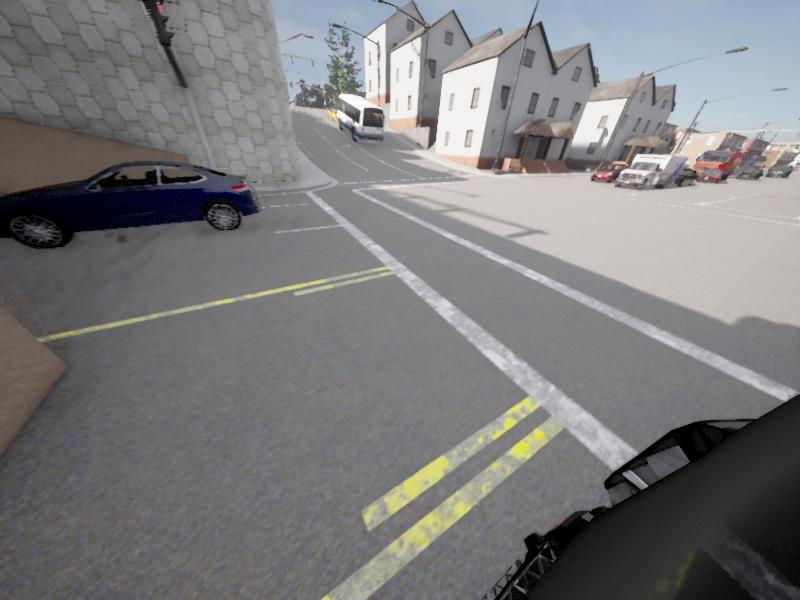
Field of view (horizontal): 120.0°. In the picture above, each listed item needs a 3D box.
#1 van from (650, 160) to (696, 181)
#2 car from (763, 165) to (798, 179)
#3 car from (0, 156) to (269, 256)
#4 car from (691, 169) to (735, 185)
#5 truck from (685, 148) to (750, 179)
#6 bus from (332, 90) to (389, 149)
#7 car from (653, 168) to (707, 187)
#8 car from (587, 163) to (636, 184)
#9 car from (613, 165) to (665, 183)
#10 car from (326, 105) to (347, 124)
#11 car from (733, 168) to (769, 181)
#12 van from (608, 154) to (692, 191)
[{"bbox_3d":[34.930,-16.578,29.578,4.480,2.038,2.069,-14,37,-25],"label":"van"},{"bbox_3d":[72.127,-24.249,43.767,5.566,2.045,2.150,-15,38,-24],"label":"car"},{"bbox_3d":[-6.634,-2.753,6.155,5.027,1.651,2.152,-16,38,-26],"label":"car"},{"bbox_3d":[37.458,-14.780,27.649,4.181,1.385,1.994,-15,37,-25],"label":"car"},{"bbox_3d":[48.993,-21.051,35.691,8.468,3.827,2.891,-15,37,-24],"label":"truck"},{"bbox_3d":[-5.724,-24.771,31.577,3.944,4.253,10.273,-15,51,-25],"label":"bus"},{"bbox_3d":[28.134,-12.361,23.226,4.892,1.490,1.837,-15,37,-24],"label":"car"},{"bbox_3d":[21.313,-12.800,23.301,3.988,1.617,1.851,-15,37,-24],"label":"car"},{"bbox_3d":[26.767,-14.199,25.884,4.902,1.511,2.128,-15,37,-24],"label":"car"},{"bbox_3d":[-10.671,-31.106,38.703,1.801,1.575,5.366,-15,50,-25],"label":"car"},{"bbox_3d":[53.066,-18.968,34.955,4.892,1.490,1.837,-15,38,-24],"label":"car"},{"bbox_3d":[21.371,-10.957,19.783,6.366,2.431,2.351,-15,37,-25],"label":"van"}]
